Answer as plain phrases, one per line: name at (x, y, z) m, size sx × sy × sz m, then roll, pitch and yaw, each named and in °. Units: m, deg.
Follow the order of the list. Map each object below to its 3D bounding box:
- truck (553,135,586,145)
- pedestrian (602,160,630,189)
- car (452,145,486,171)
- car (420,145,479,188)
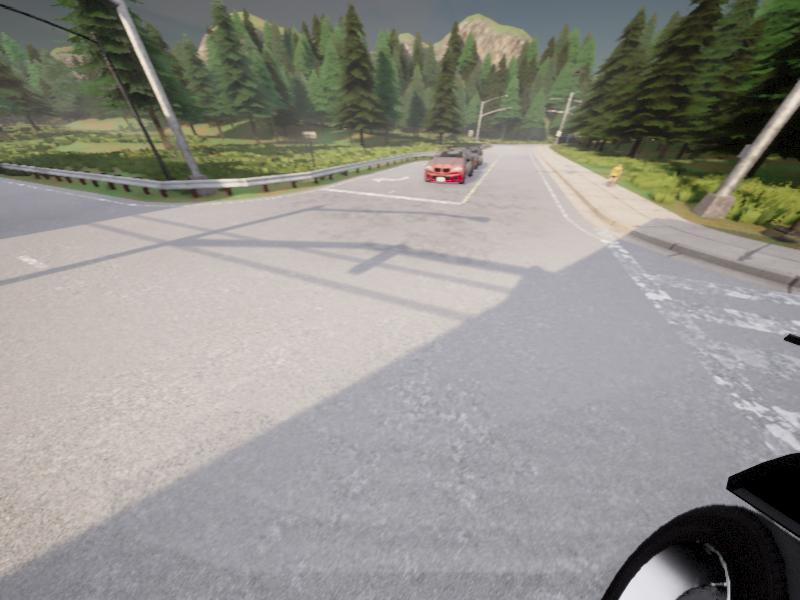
truck at (43.129, -40.866, 58.935) m, size 6.274 × 2.098 × 2.390 m, roll -5°, pitch 36°, yaw -8°
pedestrian at (9.929, -5.798, 10.657) m, size 0.500 × 1.100 × 0.500 m, roll 20°, pitch 40°, yaw 25°
car at (5.646, -11.575, 18.673) m, size 1.816 × 1.474 × 4.193 m, roll 14°, pitch 38°, yaw 18°
car at (2.992, -7.919, 13.418) m, size 2.242 × 1.667 × 4.611 m, roll 14°, pitch 38°, yaw 18°
